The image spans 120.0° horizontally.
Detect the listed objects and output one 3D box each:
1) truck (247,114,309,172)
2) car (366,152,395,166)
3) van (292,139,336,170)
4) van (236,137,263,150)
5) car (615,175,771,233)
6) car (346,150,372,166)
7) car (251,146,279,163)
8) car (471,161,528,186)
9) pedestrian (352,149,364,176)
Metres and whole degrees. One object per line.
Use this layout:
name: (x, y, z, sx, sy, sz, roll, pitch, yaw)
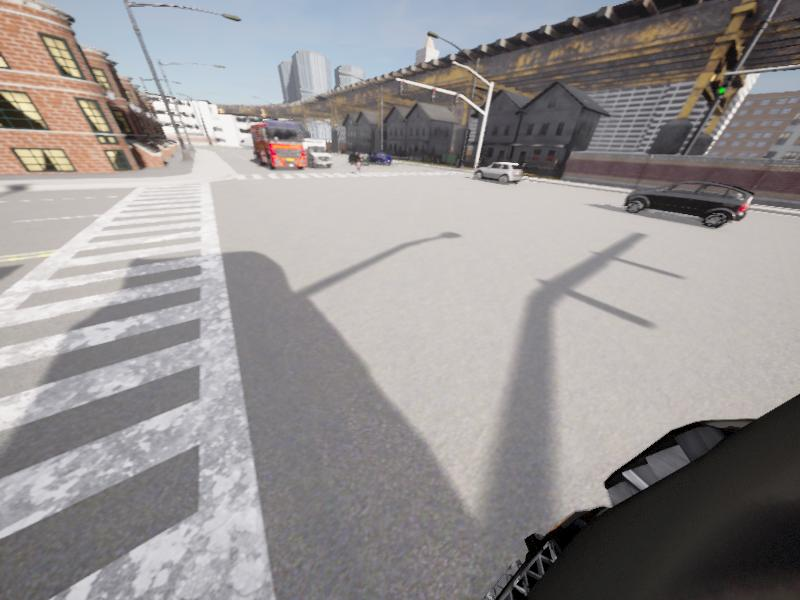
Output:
truck: (-11.819, -14.914, 22.120, 2.891, 3.827, 8.468, -20, 40, -30)
car: (-2.838, -19.938, 32.544, 1.812, 1.442, 4.674, -20, 40, -30)
van: (-9.267, -15.625, 24.654, 2.351, 2.431, 6.366, -19, 39, -30)
van: (-40.742, -42.514, 62.721, 5.915, 2.561, 1.988, 9, 34, 10)
car: (12.291, -4.320, 10.016, 1.789, 1.549, 3.705, -20, 40, -30)
car: (-5.444, -18.768, 30.477, 1.789, 1.549, 3.705, -20, 40, -30)
car: (-16.524, -17.738, 28.139, 1.837, 1.490, 4.892, -20, 40, -30)
car: (8.334, -10.851, 19.642, 1.970, 1.475, 3.806, -20, 40, -30)
pedestrian: (-3.462, -11.488, 19.318, 0.751, 1.860, 0.751, 4, 33, 1)
